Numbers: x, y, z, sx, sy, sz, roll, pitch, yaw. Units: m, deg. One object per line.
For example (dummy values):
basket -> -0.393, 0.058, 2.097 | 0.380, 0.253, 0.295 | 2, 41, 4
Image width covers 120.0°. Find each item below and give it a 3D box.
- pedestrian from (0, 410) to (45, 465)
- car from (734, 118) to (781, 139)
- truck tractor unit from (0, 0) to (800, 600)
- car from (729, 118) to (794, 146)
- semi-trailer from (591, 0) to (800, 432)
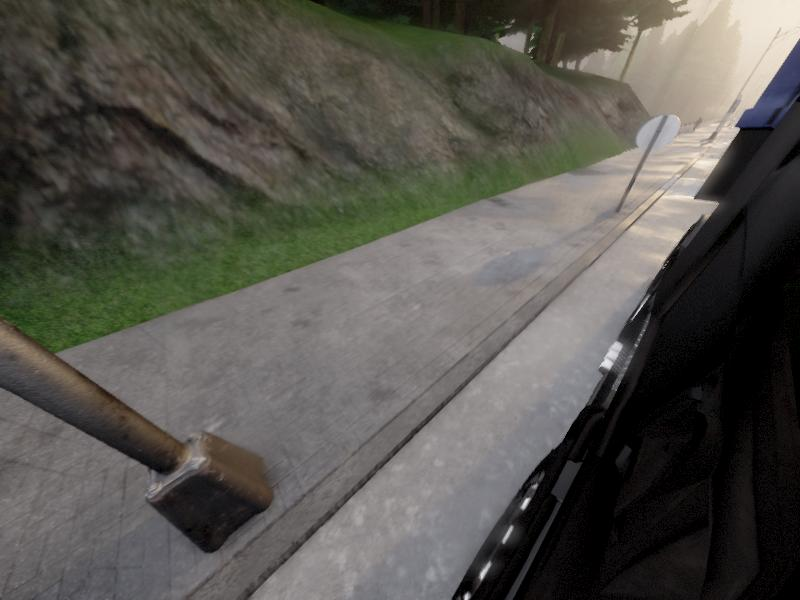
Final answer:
pedestrian -> -3.467, 0.857, 1.572 | 0.500, 1.100, 0.500 | 5, 37, 10
car -> 37.819, -18.247, 24.521 | 4.856, 1.649, 2.033 | -28, 44, -30
truck tractor unit -> 2.645, -0.295, 0.351 | 6.516, 4.208, 3.053 | -28, 44, -30
car -> 30.075, -14.084, 19.360 | 4.611, 1.667, 2.242 | -28, 44, -30
semi-trailer -> 9.111, -3.271, 3.797 | 14.254, 4.402, 2.717 | -23, 41, -25
